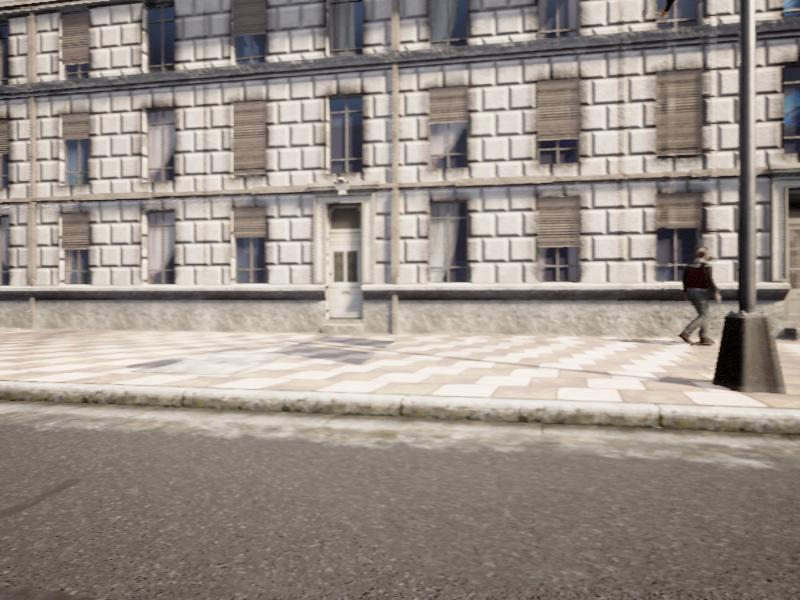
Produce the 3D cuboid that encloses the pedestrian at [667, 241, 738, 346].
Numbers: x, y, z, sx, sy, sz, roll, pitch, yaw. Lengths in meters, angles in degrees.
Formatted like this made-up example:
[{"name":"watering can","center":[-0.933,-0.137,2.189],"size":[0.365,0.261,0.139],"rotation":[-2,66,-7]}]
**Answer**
[{"name":"pedestrian","center":[5.598,-0.119,7.447],"size":[0.751,1.860,0.751],"rotation":[0,0,-2]}]
